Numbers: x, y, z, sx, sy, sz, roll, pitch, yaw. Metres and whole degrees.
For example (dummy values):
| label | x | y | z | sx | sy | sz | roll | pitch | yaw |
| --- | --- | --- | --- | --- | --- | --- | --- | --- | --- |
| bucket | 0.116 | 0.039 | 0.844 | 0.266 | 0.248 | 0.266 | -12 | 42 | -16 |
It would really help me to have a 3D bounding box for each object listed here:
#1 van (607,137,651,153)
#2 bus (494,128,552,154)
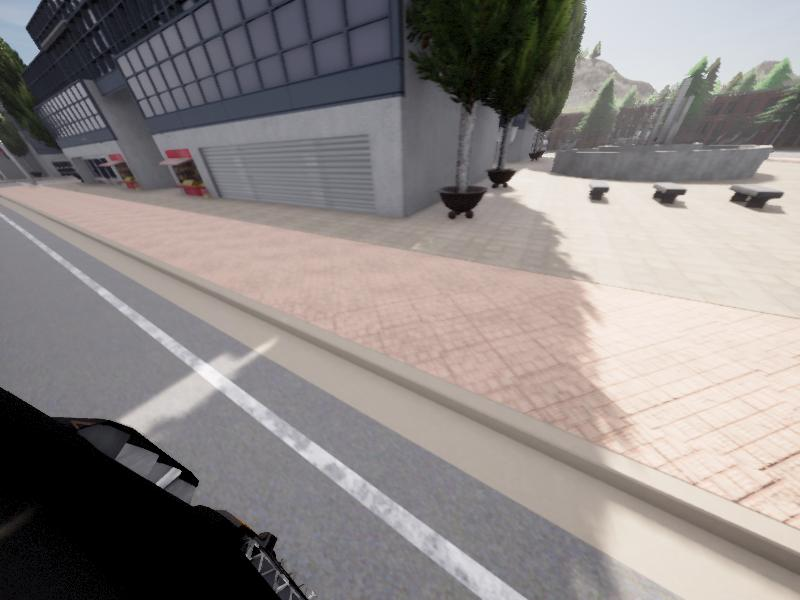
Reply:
| label | x | y | z | sx | sy | sz | roll | pitch | yaw |
| --- | --- | --- | --- | --- | --- | --- | --- | --- | --- |
| van | 37.348 | -25.384 | 37.899 | 1.775 | 1.987 | 4.442 | -16 | 36 | -20 |
| bus | 27.712 | -36.004 | 52.538 | 10.273 | 4.253 | 3.944 | 22 | 41 | 32 |
